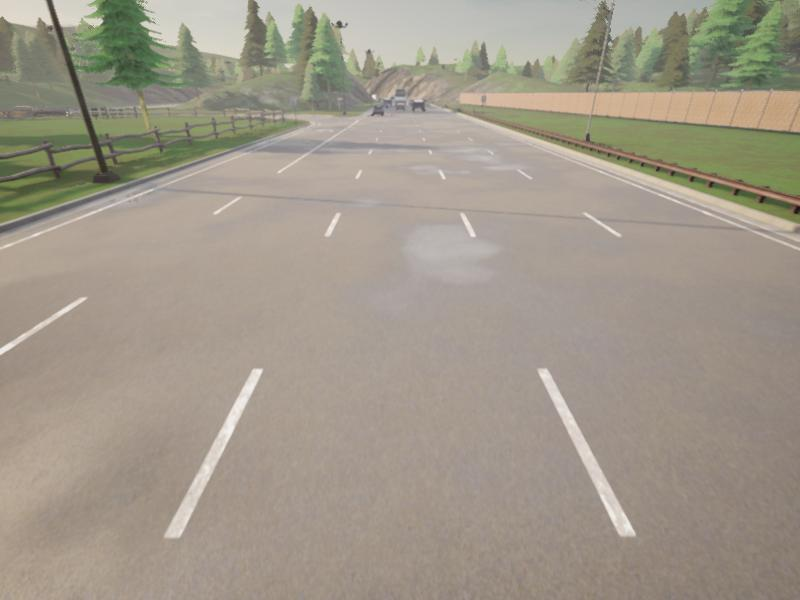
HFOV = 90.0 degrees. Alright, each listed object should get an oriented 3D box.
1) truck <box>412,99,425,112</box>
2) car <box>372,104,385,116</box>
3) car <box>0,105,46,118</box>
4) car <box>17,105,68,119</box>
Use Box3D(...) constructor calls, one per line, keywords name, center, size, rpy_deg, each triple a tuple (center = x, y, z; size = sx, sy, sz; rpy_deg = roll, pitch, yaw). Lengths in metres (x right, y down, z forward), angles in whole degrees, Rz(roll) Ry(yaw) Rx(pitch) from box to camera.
Box3D(name="truck", center=(3.586, -38.169, 78.350), size=(2.390, 2.098, 6.274), rpy_deg=(0, 27, 0))
Box3D(name="car", center=(-3.427, -30.301, 63.696), size=(1.851, 1.617, 3.988), rpy_deg=(0, 27, 0))
Box3D(name="car", center=(-54.481, -27.113, 57.382), size=(5.366, 1.575, 1.801), rpy_deg=(-19, 33, -32))
Box3D(name="car", center=(-50.395, -26.548, 56.517), size=(5.027, 1.651, 2.152), rpy_deg=(-20, 34, -34))
